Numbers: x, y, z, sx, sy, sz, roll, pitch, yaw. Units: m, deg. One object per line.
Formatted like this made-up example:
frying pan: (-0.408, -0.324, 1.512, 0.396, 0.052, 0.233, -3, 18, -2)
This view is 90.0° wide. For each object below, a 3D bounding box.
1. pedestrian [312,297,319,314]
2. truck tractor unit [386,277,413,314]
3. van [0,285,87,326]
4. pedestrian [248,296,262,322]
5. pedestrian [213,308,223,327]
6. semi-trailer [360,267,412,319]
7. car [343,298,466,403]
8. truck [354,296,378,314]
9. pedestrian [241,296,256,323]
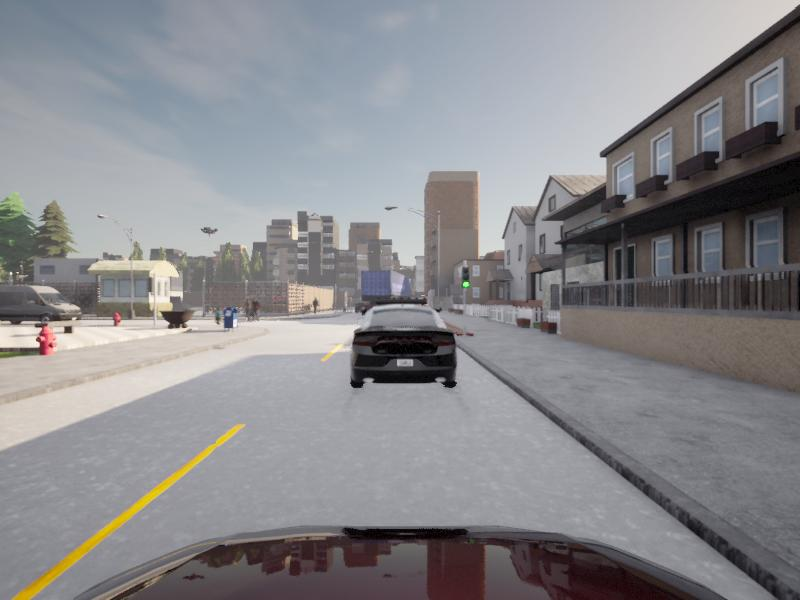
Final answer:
pedestrian: (-9.222, 0.565, 43.628, 0.751, 1.860, 0.751, 0, 0, -9)
truck tractor unit: (-0.101, -0.468, 48.772, 3.053, 4.208, 6.516, 0, 0, 0)
van: (-24.060, 0.341, 25.997, 5.915, 2.561, 1.988, 0, 0, 1)
pedestrian: (-10.617, 0.658, 29.356, 0.751, 1.860, 0.751, 0, 0, 2)
pedestrian: (-11.005, 1.034, 24.207, 0.500, 1.100, 0.500, 0, 0, -33)
semi-trailer: (-0.989, -0.593, 40.917, 2.717, 4.402, 14.254, 0, 0, 9)
car: (0.029, 0.777, 8.897, 1.930, 1.638, 5.238, 0, 0, -1)
truck: (-4.114, 0.577, 49.107, 2.390, 2.098, 6.274, 0, 0, 0)
pedestrian: (-10.631, 0.657, 28.107, 0.751, 1.860, 0.751, 0, 0, -1)
